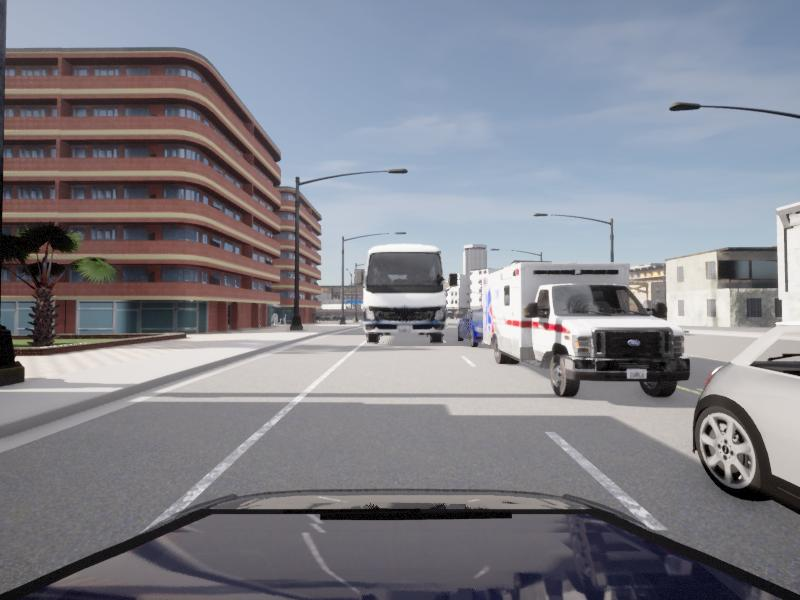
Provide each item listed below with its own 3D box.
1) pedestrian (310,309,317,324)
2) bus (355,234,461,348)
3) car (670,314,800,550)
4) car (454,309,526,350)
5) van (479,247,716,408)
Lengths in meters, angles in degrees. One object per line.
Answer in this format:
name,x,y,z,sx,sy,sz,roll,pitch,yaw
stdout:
pedestrian,-11.183,2.147,51.625,0.751,1.860,0.751,0,-1,-6
bus,0.351,-0.189,20.070,3.944,4.253,10.273,0,-2,1
car,3.537,0.858,1.899,1.970,1.475,3.806,0,0,1
car,3.517,1.107,16.510,1.812,1.442,4.674,0,-2,-1
van,3.611,0.459,9.232,2.351,2.431,6.366,0,-1,1
